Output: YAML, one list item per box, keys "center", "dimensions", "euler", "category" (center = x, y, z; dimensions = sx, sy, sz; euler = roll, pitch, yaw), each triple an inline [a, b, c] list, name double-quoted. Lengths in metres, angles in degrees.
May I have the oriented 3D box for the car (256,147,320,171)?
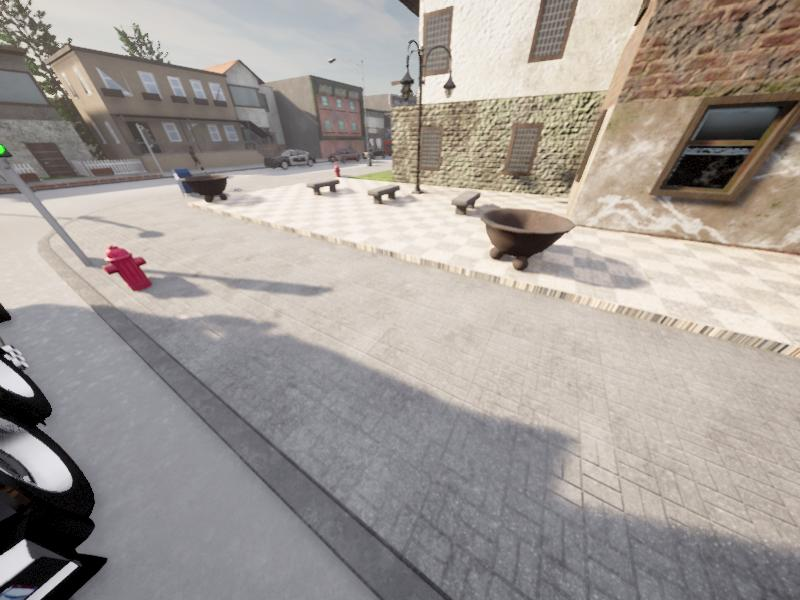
- center: [-10.562, -13.699, 22.294]
  dimensions: [1.930, 1.638, 5.238]
  euler: [18, 39, 24]
  category: "car"

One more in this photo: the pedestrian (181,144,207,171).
- center: [-17.497, -12.128, 19.676]
  dimensions: [0.751, 1.860, 0.751]
  euler: [7, 35, 10]
  category: "pedestrian"

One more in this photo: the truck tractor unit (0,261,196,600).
- center: [-5.107, -0.304, 0.788]
  dimensions: [6.516, 4.208, 3.053]
  euler: [19, 39, 24]
  category: "truck tractor unit"

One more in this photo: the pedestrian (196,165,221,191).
- center: [-9.732, -6.183, 11.736]
  dimensions: [0.500, 1.100, 0.500]
  euler: [27, 43, 33]
  category: "pedestrian"
